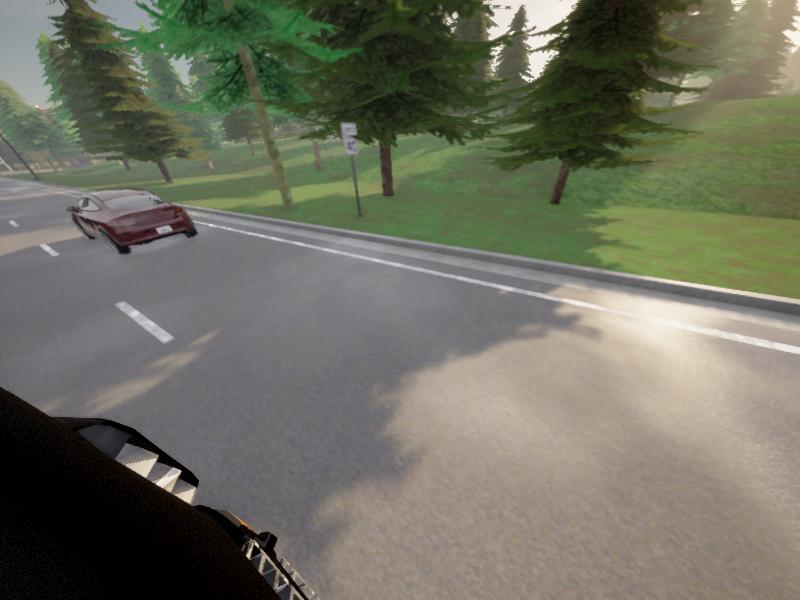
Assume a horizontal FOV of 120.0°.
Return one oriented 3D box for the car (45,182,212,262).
[{"bbox_3d":[-8.224,-2.575,7.013,4.674,1.442,1.812,16,38,26],"label":"car"}]
